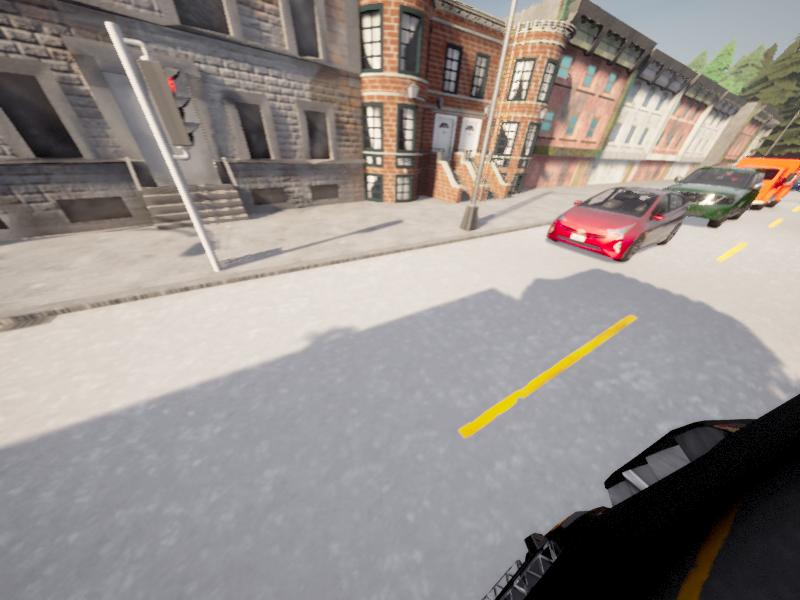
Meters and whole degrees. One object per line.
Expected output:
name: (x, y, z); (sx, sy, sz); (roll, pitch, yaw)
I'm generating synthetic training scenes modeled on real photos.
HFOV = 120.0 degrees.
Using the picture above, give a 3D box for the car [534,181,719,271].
car: (6.403, -2.362, 6.591); (4.514, 1.525, 2.007); (-16, 38, -26)

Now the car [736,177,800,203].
car: (27.781, -8.370, 17.385); (4.718, 1.301, 1.895); (-16, 38, -26)

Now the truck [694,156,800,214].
truck: (20.892, -6.894, 13.603); (5.204, 2.467, 2.627); (-16, 38, -26)

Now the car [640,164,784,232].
car: (13.502, -4.617, 10.026); (5.566, 2.045, 2.150); (-16, 38, -26)

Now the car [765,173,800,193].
car: (39.659, -11.838, 23.294); (4.792, 1.488, 2.163); (-16, 38, -26)
